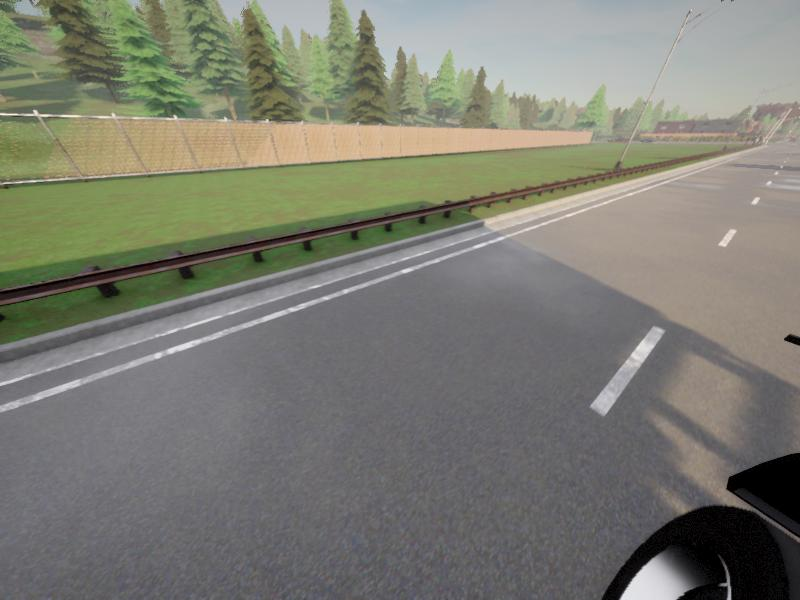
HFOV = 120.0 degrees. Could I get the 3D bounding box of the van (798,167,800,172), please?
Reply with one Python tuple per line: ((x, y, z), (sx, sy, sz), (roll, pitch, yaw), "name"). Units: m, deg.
((31.346, -10.451, 16.714), (4.442, 1.987, 1.775), (-22, 41, -28), "van")
